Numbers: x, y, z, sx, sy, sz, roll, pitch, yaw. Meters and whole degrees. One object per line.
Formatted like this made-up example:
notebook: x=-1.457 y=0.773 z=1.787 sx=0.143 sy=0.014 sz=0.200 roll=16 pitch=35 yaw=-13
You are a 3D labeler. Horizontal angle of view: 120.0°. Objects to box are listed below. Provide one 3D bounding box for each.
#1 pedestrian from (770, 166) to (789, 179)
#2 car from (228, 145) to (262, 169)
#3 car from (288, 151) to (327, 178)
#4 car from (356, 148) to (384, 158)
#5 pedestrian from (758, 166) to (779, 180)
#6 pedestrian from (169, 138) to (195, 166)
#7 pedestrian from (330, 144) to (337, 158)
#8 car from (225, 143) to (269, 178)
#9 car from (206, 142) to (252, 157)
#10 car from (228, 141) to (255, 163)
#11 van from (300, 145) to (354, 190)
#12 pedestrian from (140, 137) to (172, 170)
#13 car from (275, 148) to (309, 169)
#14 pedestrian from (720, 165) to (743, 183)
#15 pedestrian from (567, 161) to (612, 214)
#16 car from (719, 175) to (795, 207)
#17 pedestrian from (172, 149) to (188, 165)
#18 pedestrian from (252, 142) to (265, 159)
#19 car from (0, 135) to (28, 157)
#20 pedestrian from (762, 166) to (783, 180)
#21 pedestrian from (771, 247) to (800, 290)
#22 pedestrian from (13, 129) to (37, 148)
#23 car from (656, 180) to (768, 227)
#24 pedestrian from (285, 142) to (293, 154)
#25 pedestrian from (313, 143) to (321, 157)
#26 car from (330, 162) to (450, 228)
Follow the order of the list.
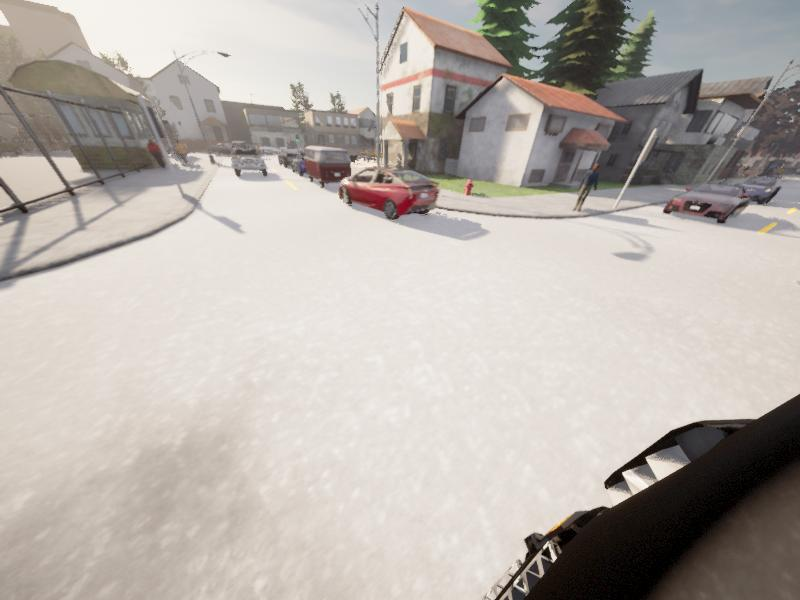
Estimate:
pedestrian: x=63.484 y=-21.274 z=38.655 sx=0.751 sy=1.860 sz=0.751 roll=-12 pitch=36 yaw=-21
car: x=-14.279 y=-13.292 z=21.366 sx=2.033 sy=1.649 sz=4.856 roll=-15 pitch=38 yaw=-25
car: x=-7.369 y=-10.730 z=18.170 sx=1.816 sy=1.474 sz=4.193 roll=-16 pitch=38 yaw=-26
car: x=-6.164 y=-30.437 z=47.748 sx=5.366 sy=1.575 sz=1.801 roll=-17 pitch=38 yaw=-27
pedestrian: x=56.490 y=-19.453 z=35.418 sx=0.751 sy=1.860 sz=0.751 roll=-5 pitch=34 yaw=-11
pedestrian: x=-17.331 y=-11.774 z=18.418 sx=0.751 sy=1.860 sz=0.751 roll=-9 pitch=36 yaw=-18
pedestrian: x=-11.006 y=-24.573 z=38.086 sx=0.751 sy=1.860 sz=0.751 roll=-11 pitch=36 yaw=-20
car: x=-10.811 y=-10.047 z=16.525 sx=1.932 sy=1.855 sz=4.605 roll=-15 pitch=37 yaw=-24
car: x=-23.948 y=-21.086 z=32.454 sx=4.902 sy=1.511 sz=2.128 roll=11 pitch=34 yaw=12
car: x=-17.830 y=-16.702 z=25.984 sx=1.905 sy=1.878 sz=3.866 roll=-17 pitch=38 yaw=-27
van: x=-4.501 y=-8.129 z=14.017 sx=1.775 sy=1.987 sz=4.442 roll=-16 pitch=38 yaw=-26
pedestrian: x=-16.666 y=-10.033 z=15.854 sx=0.751 sy=1.860 sz=0.751 roll=-15 pitch=38 yaw=-25
car: x=-11.030 y=-14.389 z=23.386 sx=2.163 sy=1.488 sz=4.792 roll=-16 pitch=38 yaw=-26
pedestrian: x=40.229 y=-15.351 z=28.056 sx=0.751 sy=1.860 sz=0.751 roll=-21 pitch=40 yaw=-31
pedestrian: x=7.826 y=-4.701 z=9.667 sx=0.751 sy=1.860 sz=0.751 roll=20 pitch=37 yaw=24
car: x=23.321 y=-7.224 z=15.132 sx=3.633 sy=1.501 sz=1.845 roll=-16 pitch=38 yaw=-26
pedestrian: x=-18.189 y=-11.823 z=19.113 sx=0.500 sy=1.100 sz=0.500 roll=-11 pitch=36 yaw=-20
pedestrian: x=-18.427 y=-19.474 z=30.084 sx=0.751 sy=1.860 sz=0.751 roll=-3 pitch=34 yaw=-9
car: x=-34.597 y=-12.988 z=19.369 sx=1.816 sy=1.474 sz=4.193 roll=-16 pitch=38 yaw=-26
pedestrian: x=57.501 y=-19.564 z=35.661 sx=0.751 sy=1.860 sz=0.751 roll=-12 pitch=36 yaw=-21
pedestrian: x=8.749 y=-1.084 z=4.492 sx=0.751 sy=1.860 sz=0.751 roll=-24 pitch=42 yaw=-34
pedestrian: x=-46.998 y=-20.263 z=28.963 sx=0.751 sy=1.860 sz=0.751 roll=21 pitch=38 yaw=25
car: x=14.339 y=-4.580 z=10.642 sx=4.181 sy=1.385 sz=1.994 roll=-16 pitch=38 yaw=-26
pedestrian: x=-21.214 y=-29.132 z=44.188 sx=0.751 sy=1.860 sz=0.751 roll=-24 pitch=42 yaw=-34
pedestrian: x=-13.369 y=-24.176 z=37.315 sx=0.751 sy=1.860 sz=0.751 roll=-26 pitch=43 yaw=-36
car: x=-0.594 y=-4.298 z=8.970 sx=2.007 sy=1.525 sz=4.514 roll=-25 pitch=43 yaw=-35
